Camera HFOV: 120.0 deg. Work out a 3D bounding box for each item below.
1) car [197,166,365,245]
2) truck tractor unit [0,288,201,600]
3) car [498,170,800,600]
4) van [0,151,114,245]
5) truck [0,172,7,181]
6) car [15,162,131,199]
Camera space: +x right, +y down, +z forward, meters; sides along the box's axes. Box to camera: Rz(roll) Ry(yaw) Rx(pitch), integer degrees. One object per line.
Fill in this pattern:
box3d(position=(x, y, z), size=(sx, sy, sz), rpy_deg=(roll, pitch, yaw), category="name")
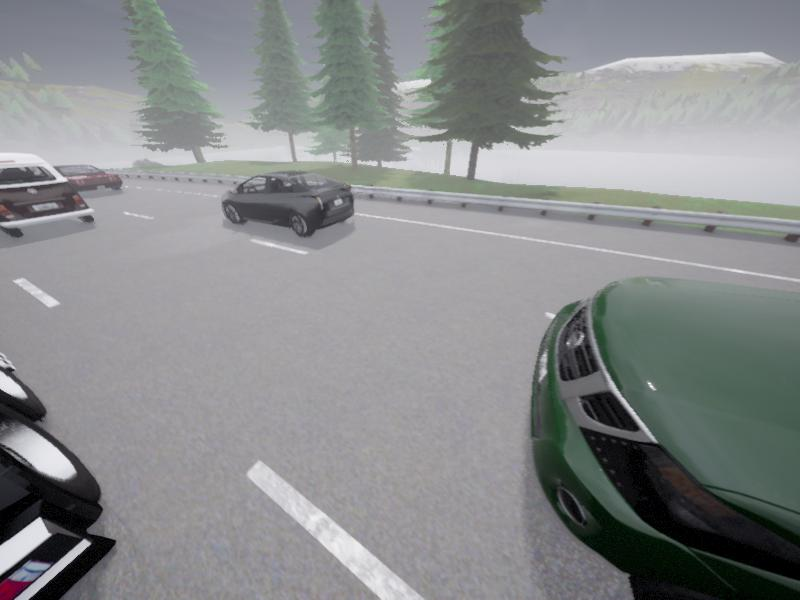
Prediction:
box3d(position=(-3.611, -3.173, 7.250), size=(4.514, 1.525, 2.007), rpy_deg=(16, 38, 22), category="car")
box3d(position=(-5.157, -0.251, 0.721), size=(6.516, 4.208, 3.053), rpy_deg=(16, 38, 22), category="truck tractor unit")
box3d(position=(3.632, 1.052, 0.659), size=(5.566, 2.045, 2.150), rpy_deg=(18, 39, 24), category="car")
box3d(position=(-12.110, -3.378, 7.202), size=(4.480, 2.038, 2.069), rpy_deg=(14, 37, 20), category="van")
box3d(position=(-32.195, -9.479, 16.138), size=(6.274, 2.098, 2.390), rpy_deg=(9, 36, 13), category="truck")
box3d(position=(-17.300, -6.433, 12.291), size=(4.718, 1.301, 1.895), rpy_deg=(12, 37, 18), category="car")
